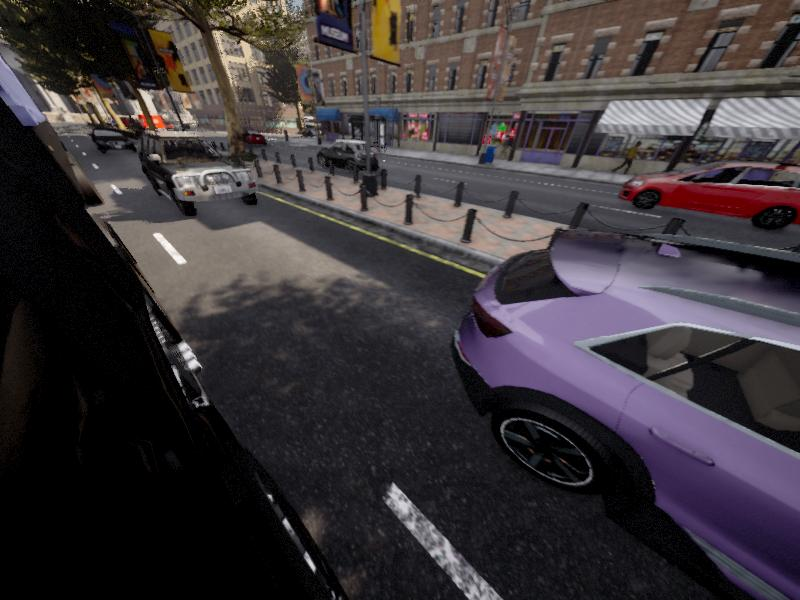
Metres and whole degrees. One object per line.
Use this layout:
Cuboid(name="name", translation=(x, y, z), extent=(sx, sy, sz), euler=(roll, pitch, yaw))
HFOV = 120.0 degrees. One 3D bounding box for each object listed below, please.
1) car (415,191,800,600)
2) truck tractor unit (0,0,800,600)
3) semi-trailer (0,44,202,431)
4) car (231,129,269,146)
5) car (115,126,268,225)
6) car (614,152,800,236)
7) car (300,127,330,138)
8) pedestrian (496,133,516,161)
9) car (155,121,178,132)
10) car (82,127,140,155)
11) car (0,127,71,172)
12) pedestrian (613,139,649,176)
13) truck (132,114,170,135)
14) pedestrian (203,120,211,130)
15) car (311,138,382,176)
Cuboid(name="car", translation=(2.689, 0.863, 1.266), extent=(4.856, 1.649, 2.033), euler=(28, 44, 30))
Cuboid(name="truck tractor unit", translation=(-2.645, -0.295, 0.351), extent=(6.516, 4.208, 3.053), euler=(28, 44, 30))
Cuboid(name="semi-trailer", translation=(-8.702, -3.582, 4.252), extent=(14.254, 4.402, 2.717), euler=(28, 44, 30))
Cuboid(name="car", translation=(-17.151, -18.606, 26.392), extent=(4.181, 1.385, 1.994), euler=(28, 44, 30))
Cuboid(name="car", translation=(-6.464, -4.103, 7.181), extent=(4.605, 1.855, 1.932), euler=(29, 44, 29))
Cuboid(name="car", translation=(10.779, -3.876, 7.988), extent=(4.611, 1.667, 2.242), euler=(28, 44, 30))
Cuboid(name="car", translation=(-16.202, -32.198, 44.453), extent=(2.038, 1.542, 4.974), euler=(26, 44, 29))
Cuboid(name="pedestrian", translation=(8.868, -12.822, 19.370), extent=(0.751, 1.860, 0.751), euler=(29, 44, 31))
Cuboid(name="car", translation=(-45.099, -33.526, 44.596), extent=(3.988, 1.617, 1.851), euler=(28, 44, 30))
Cuboid(name="car", translation=(-21.071, -11.654, 16.843), extent=(4.674, 1.442, 1.812), euler=(28, 44, 30))
Cuboid(name="car", translation=(-18.742, -7.713, 11.669), extent=(4.892, 1.490, 1.837), euler=(28, 44, 30))
Cuboid(name="pedestrian", translation=(14.195, -8.781, 14.265), extent=(0.751, 1.860, 0.751), euler=(24, 42, 27))
Cuboid(name="truck", translation=(-40.713, -28.773, 37.806), extent=(5.204, 2.467, 2.627), euler=(29, 44, 29))
Cuboid(name="pedestrian", translation=(-45.909, -41.742, 55.008), extent=(0.751, 1.860, 0.751), euler=(32, 46, 33))
Cuboid(name="car", translation=(-3.130, -8.499, 13.571), extent=(3.806, 1.475, 1.970), euler=(27, 43, 29))
